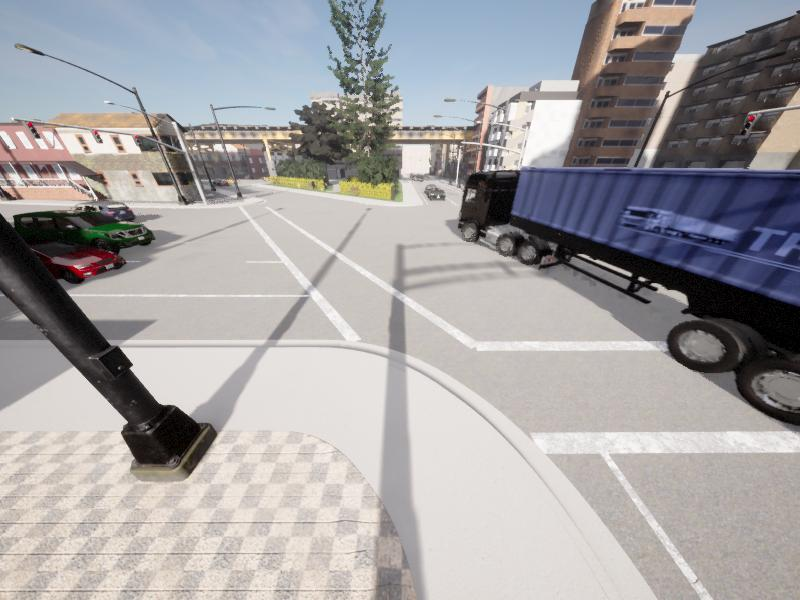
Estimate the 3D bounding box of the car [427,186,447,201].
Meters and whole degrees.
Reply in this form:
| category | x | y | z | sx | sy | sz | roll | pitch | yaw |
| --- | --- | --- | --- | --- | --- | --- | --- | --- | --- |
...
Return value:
| category | x | y | z | sx | sy | sz | roll | pitch | yaw |
| --- | --- | --- | --- | --- | --- | --- | --- | --- | --- |
| car | 5.324 | -15.635 | 33.769 | 2.152 | 1.651 | 5.027 | 0 | 30 | 1 |

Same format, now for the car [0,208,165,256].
| category | x | y | z | sx | sy | sz | roll | pitch | yaw |
| --- | --- | --- | --- | --- | --- | --- | --- | --- | --- |
| car | -17.093 | -3.729 | 12.607 | 5.566 | 2.045 | 2.150 | 0 | 30 | 0 |

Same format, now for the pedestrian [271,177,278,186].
| category | x | y | z | sx | sy | sz | roll | pitch | yaw |
| --- | --- | --- | --- | --- | --- | --- | --- | --- | --- |
| pedestrian | -29.785 | -28.127 | 54.825 | 0.751 | 1.860 | 0.751 | -26 | 39 | -38 |

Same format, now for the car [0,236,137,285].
| category | x | y | z | sx | sy | sz | roll | pitch | yaw |
| --- | --- | --- | --- | --- | --- | --- | --- | --- | --- |
| car | -14.448 | -1.704 | 9.698 | 4.193 | 1.474 | 1.816 | 0 | 30 | 0 |

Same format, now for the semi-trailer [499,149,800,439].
| category | x | y | z | sx | sy | sz | roll | pitch | yaw |
| --- | --- | --- | --- | --- | --- | --- | --- | --- | --- |
| semi-trailer | 7.918 | -1.100 | 5.815 | 2.717 | 4.402 | 14.254 | -4 | 30 | -7 |

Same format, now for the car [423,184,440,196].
| category | x | y | z | sx | sy | sz | roll | pitch | yaw |
| --- | --- | --- | --- | --- | --- | --- | --- | --- | --- |
| car | 5.369 | -19.041 | 39.809 | 2.163 | 1.488 | 4.792 | 0 | 30 | 0 |

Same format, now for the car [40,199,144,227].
| category | x | y | z | sx | sy | sz | roll | pitch | yaw |
| --- | --- | --- | --- | --- | --- | --- | --- | --- | --- |
| car | -24.551 | -7.064 | 18.643 | 4.611 | 1.667 | 2.242 | 1 | 30 | -1 |

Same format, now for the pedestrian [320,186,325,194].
| category | x | y | z | sx | sy | sz | roll | pitch | yaw |
| --- | --- | --- | --- | --- | --- | --- | --- | --- | --- |
| pedestrian | -13.266 | -18.765 | 39.365 | 0.500 | 1.100 | 0.500 | -24 | 37 | -35 |

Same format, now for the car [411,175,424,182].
| category | x | y | z | sx | sy | sz | roll | pitch | yaw |
| --- | --- | --- | --- | --- | --- | --- | --- | --- | --- |
| car | 5.481 | -37.978 | 72.202 | 1.905 | 1.878 | 3.866 | -24 | 38 | -36 |

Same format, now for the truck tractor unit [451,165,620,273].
| category | x | y | z | sx | sy | sz | roll | pitch | yaw |
| --- | --- | --- | --- | --- | --- | --- | --- | --- | --- |
| truck tractor unit | 6.234 | -4.842 | 12.505 | 3.053 | 4.208 | 6.516 | -13 | 33 | -22 |

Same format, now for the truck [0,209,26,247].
| category | x | y | z | sx | sy | sz | roll | pitch | yaw |
| --- | --- | --- | --- | --- | --- | --- | --- | --- | --- |
| truck | -27.438 | -4.591 | 12.104 | 8.468 | 3.827 | 2.891 | 1 | 30 | -1 |
